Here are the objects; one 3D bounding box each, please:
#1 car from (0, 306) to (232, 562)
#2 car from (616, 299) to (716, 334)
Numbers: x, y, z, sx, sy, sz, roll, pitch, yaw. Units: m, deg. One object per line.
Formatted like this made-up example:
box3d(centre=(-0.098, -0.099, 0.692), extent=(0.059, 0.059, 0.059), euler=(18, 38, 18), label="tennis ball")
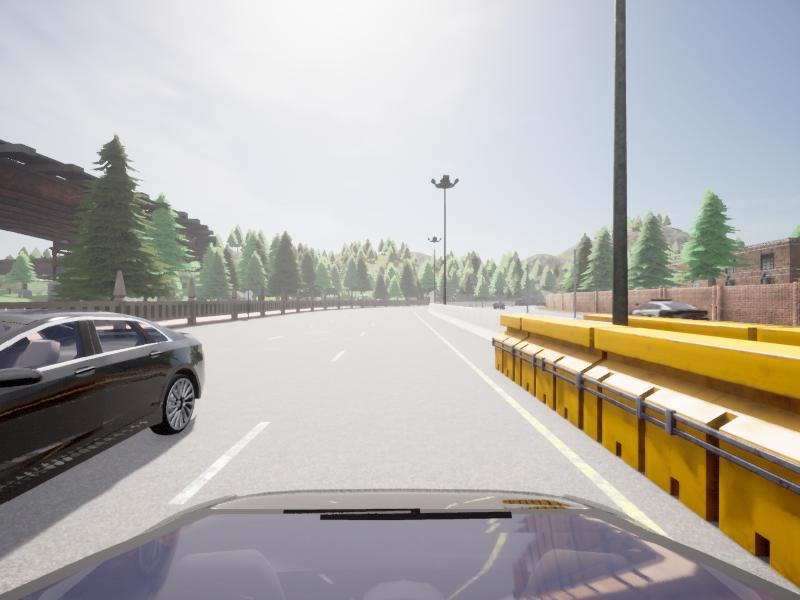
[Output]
box3d(centre=(-3.500, 0.837, 3.363), extent=(2.128, 1.511, 4.902), euler=(0, 0, 0), label="car")
box3d(centre=(14.003, 0.775, 21.551), extent=(1.930, 1.638, 5.238), euler=(0, 0, 0), label="car")
